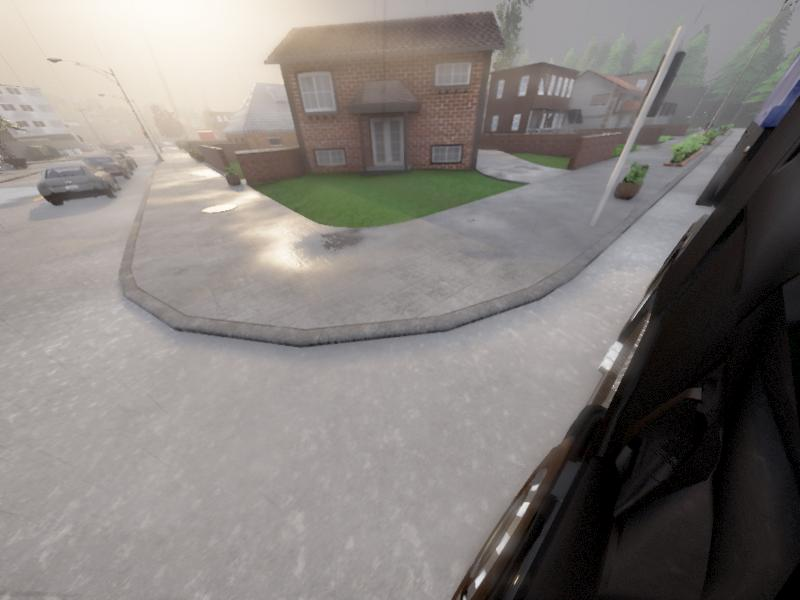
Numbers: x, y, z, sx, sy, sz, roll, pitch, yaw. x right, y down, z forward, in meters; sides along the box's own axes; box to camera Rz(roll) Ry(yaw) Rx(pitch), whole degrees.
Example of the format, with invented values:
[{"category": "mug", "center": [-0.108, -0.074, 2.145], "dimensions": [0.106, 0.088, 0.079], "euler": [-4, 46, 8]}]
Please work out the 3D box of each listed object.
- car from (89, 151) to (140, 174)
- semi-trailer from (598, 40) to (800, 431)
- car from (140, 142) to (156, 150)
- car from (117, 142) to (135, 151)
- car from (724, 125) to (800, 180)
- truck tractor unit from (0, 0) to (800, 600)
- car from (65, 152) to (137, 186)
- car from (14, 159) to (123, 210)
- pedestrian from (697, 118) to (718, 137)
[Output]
[{"category": "car", "center": [-24.483, -11.972, 19.986], "dimensions": [1.895, 1.301, 4.718], "euler": [-27, 43, -29]}, {"category": "semi-trailer", "center": [8.700, -3.582, 4.259], "dimensions": [14.254, 4.402, 2.717], "euler": [-28, 44, -30]}, {"category": "car", "center": [-66.111, -40.555, 60.757], "dimensions": [2.152, 1.651, 5.027], "euler": [-28, 43, -30]}, {"category": "car", "center": [-67.423, -37.867, 56.947], "dimensions": [1.930, 1.638, 5.238], "euler": [-28, 43, -30]}, {"category": "car", "center": [17.519, -7.077, 10.842], "dimensions": [5.238, 1.638, 1.930], "euler": [-28, 44, -30]}, {"category": "truck tractor unit", "center": [2.645, -0.295, 0.352], "dimensions": [6.516, 4.208, 3.053], "euler": [-28, 44, -30]}, {"category": "car", "center": [-19.860, -9.001, 15.647], "dimensions": [2.033, 1.411, 5.357], "euler": [-28, 44, -30]}, {"category": "car", "center": [-14.807, -5.495, 10.666], "dimensions": [1.994, 1.385, 4.181], "euler": [-30, 45, -32]}, {"category": "pedestrian", "center": [38.133, -21.384, 28.649], "dimensions": [0.751, 1.860, 0.751], "euler": [-28, 44, -31]}]
